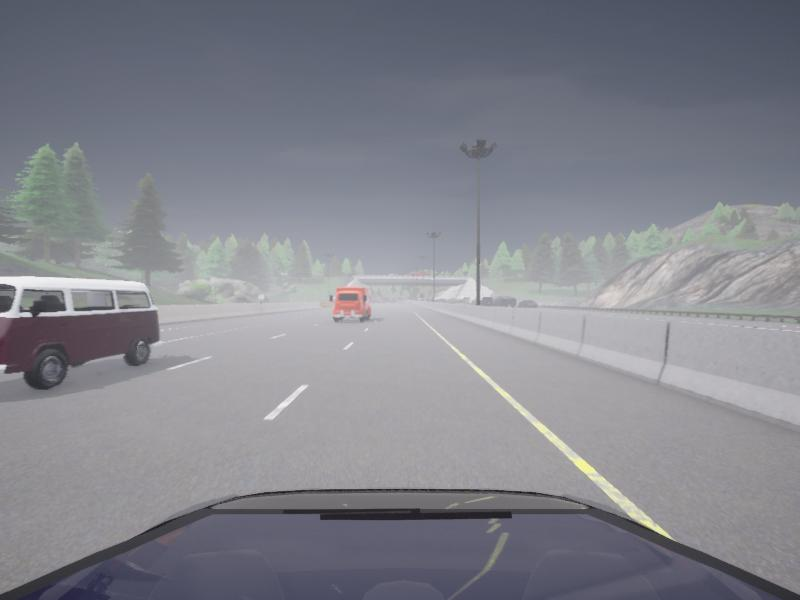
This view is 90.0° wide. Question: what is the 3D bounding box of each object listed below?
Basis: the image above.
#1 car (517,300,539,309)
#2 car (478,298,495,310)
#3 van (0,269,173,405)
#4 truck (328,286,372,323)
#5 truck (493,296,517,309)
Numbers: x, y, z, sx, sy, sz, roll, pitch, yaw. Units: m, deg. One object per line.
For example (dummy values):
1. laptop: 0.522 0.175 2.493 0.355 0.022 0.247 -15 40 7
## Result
1. car: 21.001 0.738 65.914 2.128 1.511 4.902 0 0 0
2. car: 14.002 0.550 64.944 1.905 1.878 3.866 0 0 0
3. van: -6.996 0.558 8.238 2.069 2.038 4.480 0 0 0
4. truck: -3.500 0.313 29.146 2.627 2.467 5.204 0 0 0
5. truck: 17.501 0.443 67.039 2.390 2.098 6.274 0 0 0
